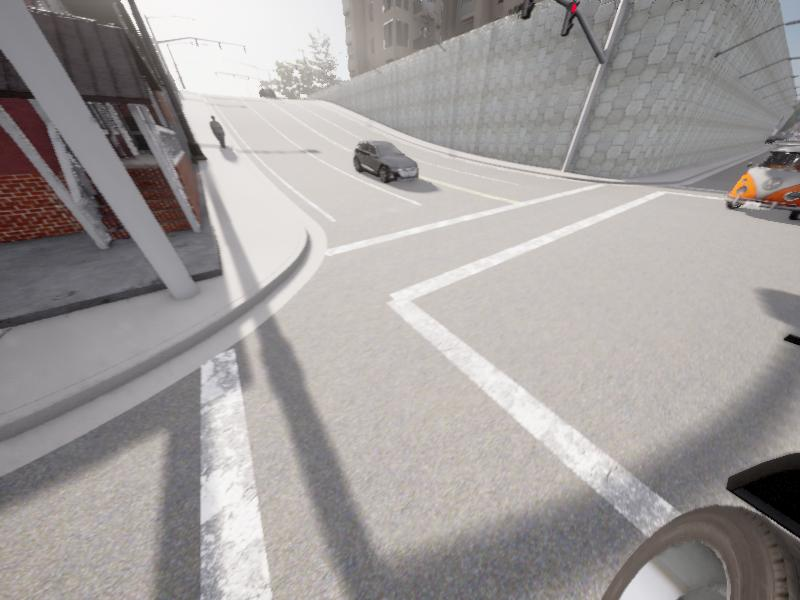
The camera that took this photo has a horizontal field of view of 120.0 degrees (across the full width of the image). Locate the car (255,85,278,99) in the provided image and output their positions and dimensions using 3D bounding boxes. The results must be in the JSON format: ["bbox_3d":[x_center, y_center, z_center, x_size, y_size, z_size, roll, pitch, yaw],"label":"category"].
[{"bbox_3d":[-22.029,-34.128,38.022,2.128,1.511,4.902,-23,45,-28],"label":"car"}]

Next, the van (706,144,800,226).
[{"bbox_3d":[13.475,-3.944,7.657,4.442,1.987,1.775,-11,37,-14],"label":"van"}]

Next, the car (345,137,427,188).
[{"bbox_3d":[-0.966,-7.746,12.725,2.033,1.649,4.856,-22,46,-28],"label":"car"}]

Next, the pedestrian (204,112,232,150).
[{"bbox_3d":[-11.521,-10.642,14.634,0.751,1.860,0.751,-23,41,-29],"label":"pedestrian"}]
